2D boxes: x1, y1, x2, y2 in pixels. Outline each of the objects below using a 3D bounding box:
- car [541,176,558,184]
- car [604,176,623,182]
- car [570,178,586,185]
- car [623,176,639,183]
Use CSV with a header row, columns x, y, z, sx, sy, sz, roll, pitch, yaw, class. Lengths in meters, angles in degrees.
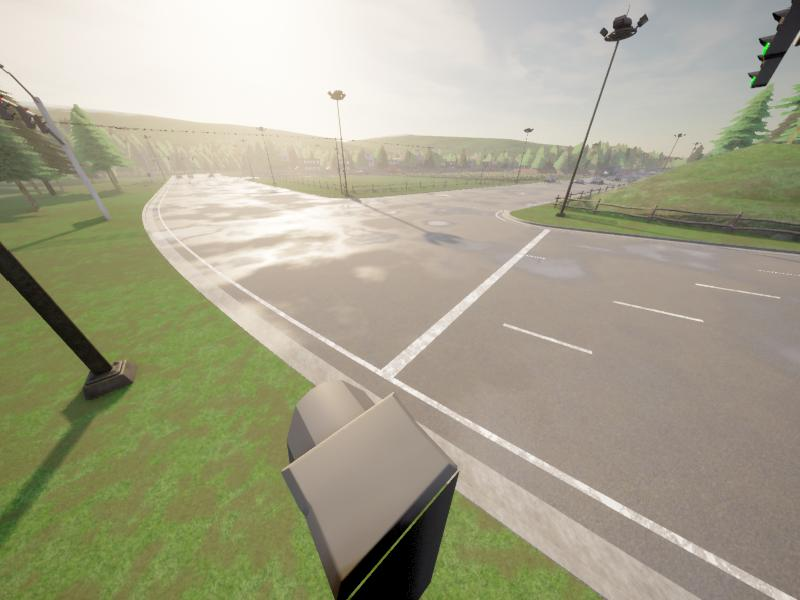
x,y,z,sx,sy,sz,roll,pitch,yaw,class
41.271,-33.107,63.707,5.238,1.638,1.930,-23,37,-34,car
64.731,-36.533,69.888,5.357,1.411,2.033,-15,33,-24,car
45.326,-30.122,58.810,4.181,1.385,1.994,-23,37,-34,car
65.739,-34.191,65.701,4.514,1.525,2.007,-23,37,-34,car
